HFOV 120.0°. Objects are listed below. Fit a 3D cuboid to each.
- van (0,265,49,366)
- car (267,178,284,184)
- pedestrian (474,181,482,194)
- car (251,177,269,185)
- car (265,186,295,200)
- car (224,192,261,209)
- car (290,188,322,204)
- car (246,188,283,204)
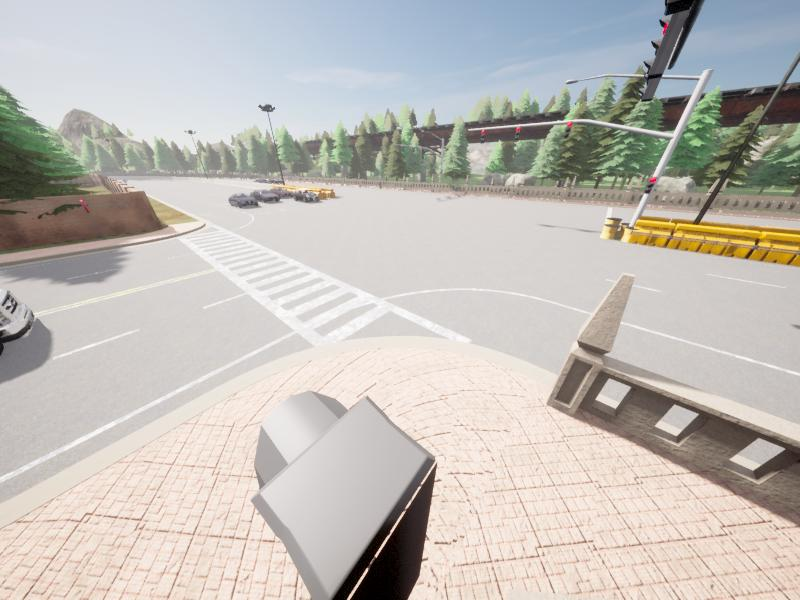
[{"bbox_3d":[-11.872,1.095,3.681,2.351,2.431,6.366,23,37,34],"label":"van"},{"bbox_3d":[-33.189,-31.647,61.525,4.718,1.301,1.895,23,37,34],"label":"car"},{"bbox_3d":[12.549,-18.173,37.268,0.751,1.860,0.751,24,38,35],"label":"pedestrian"},{"bbox_3d":[-36.296,-30.762,59.775,4.902,1.511,2.128,23,37,34],"label":"car"},{"bbox_3d":[-17.598,-15.756,33.927,4.181,1.385,1.994,21,36,32],"label":"car"},{"bbox_3d":[-18.176,-11.550,26.643,4.181,1.385,1.994,23,37,34],"label":"car"},{"bbox_3d":[-12.344,-13.712,30.279,3.806,1.475,1.970,23,37,34],"label":"car"},{"bbox_3d":[-17.896,-13.735,30.402,5.357,1.411,2.033,23,37,34],"label":"car"}]
